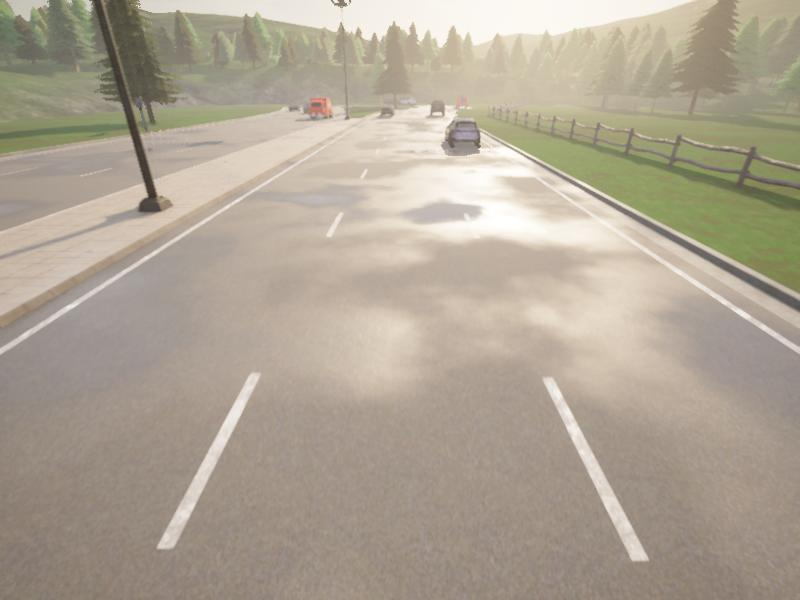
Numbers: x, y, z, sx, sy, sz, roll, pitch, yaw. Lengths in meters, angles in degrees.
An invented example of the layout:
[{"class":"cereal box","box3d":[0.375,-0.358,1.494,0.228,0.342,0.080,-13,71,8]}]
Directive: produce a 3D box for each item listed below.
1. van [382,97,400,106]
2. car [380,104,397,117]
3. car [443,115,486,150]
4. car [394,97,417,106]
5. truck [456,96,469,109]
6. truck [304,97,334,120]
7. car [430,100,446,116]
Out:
[{"class":"van","box3d":[-2.259,-50.565,102.064,4.442,1.987,1.775,6,28,11]},{"class":"car","box3d":[-1.665,-27.357,57.779,1.837,1.490,4.892,2,28,5]},{"class":"car","box3d":[4.022,-10.893,25.830,2.033,1.649,4.856,1,27,1]},{"class":"car","box3d":[1.366,-51.696,104.191,5.566,2.045,2.150,13,30,23]},{"class":"truck","box3d":[13.751,-43.702,88.275,2.627,2.467,5.204,4,28,8]},{"class":"truck","box3d":[-10.261,-24.609,51.403,2.627,2.467,5.204,1,28,1]},{"class":"car","box3d":[5.624,-28.852,60.055,2.150,2.045,5.566,2,27,3]}]
